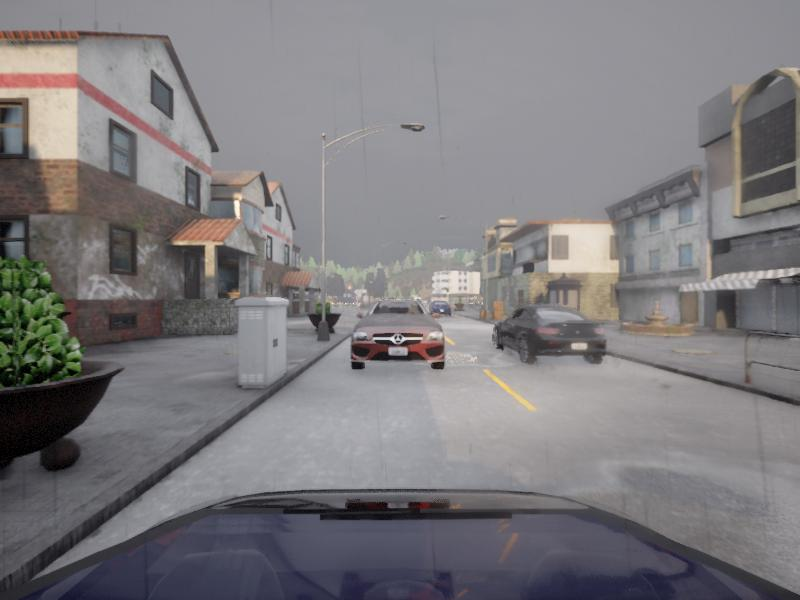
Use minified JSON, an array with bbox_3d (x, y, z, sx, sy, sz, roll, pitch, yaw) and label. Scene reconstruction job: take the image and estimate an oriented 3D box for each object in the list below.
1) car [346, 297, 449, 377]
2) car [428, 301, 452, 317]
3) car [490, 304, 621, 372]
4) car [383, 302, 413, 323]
[{"bbox_3d":[-0.051,0.759,10.870,2.152,1.651,5.027,0,1,0],"label":"car"},{"bbox_3d":[3.846,0.804,39.019,1.812,1.442,4.674,0,0,0],"label":"car"},{"bbox_3d":[3.939,0.850,11.104,1.812,1.442,4.674,0,0,0],"label":"car"},{"bbox_3d":[-0.125,0.843,30.063,2.033,1.411,5.357,0,0,0],"label":"car"}]
